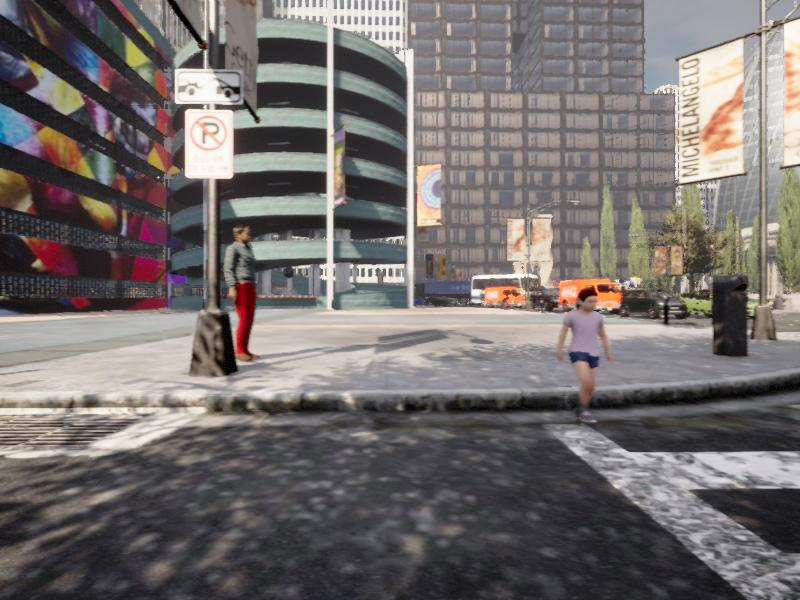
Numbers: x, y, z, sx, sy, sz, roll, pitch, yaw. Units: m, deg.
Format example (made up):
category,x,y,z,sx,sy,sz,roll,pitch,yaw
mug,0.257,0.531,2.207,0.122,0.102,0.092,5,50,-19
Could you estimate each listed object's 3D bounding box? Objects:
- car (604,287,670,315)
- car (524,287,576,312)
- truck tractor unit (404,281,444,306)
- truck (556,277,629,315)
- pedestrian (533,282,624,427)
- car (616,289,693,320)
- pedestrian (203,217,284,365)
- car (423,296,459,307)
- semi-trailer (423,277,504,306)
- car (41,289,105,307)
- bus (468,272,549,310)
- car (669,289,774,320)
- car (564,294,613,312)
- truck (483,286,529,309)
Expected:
category,x,y,z,sx,sy,sz,roll,pitch,yaw
car,17.074,0.056,29.107,1.932,1.855,4.605,0,0,-2
car,13.266,-0.030,35.898,2.150,2.045,5.566,0,0,-5
truck tractor unit,4.315,-1.125,71.569,6.516,4.208,3.053,0,0,36
truck,13.579,-0.241,28.666,2.627,2.467,5.204,0,0,-2
pedestrian,1.458,0.415,3.324,0.500,1.100,0.500,0,0,-8
car,13.764,0.218,21.940,1.789,1.549,3.705,0,0,-2
pedestrian,-2.115,-0.116,5.470,0.751,1.860,0.751,0,0,10
car,5.738,0.233,56.237,2.128,1.511,4.902,0,0,-40
semi-trailer,10.100,-1.234,66.197,2.717,4.402,14.254,0,0,-45
car,-38.545,-0.247,47.319,5.566,2.045,2.435,0,0,-2
bus,13.382,-1.147,50.856,3.944,4.253,10.273,0,2,-27
car,17.277,0.233,21.851,2.007,1.525,4.514,0,0,-1
car,16.723,0.231,35.748,2.007,1.525,4.514,0,0,-5
truck,11.741,-0.241,44.798,2.627,2.467,5.204,0,0,-18
